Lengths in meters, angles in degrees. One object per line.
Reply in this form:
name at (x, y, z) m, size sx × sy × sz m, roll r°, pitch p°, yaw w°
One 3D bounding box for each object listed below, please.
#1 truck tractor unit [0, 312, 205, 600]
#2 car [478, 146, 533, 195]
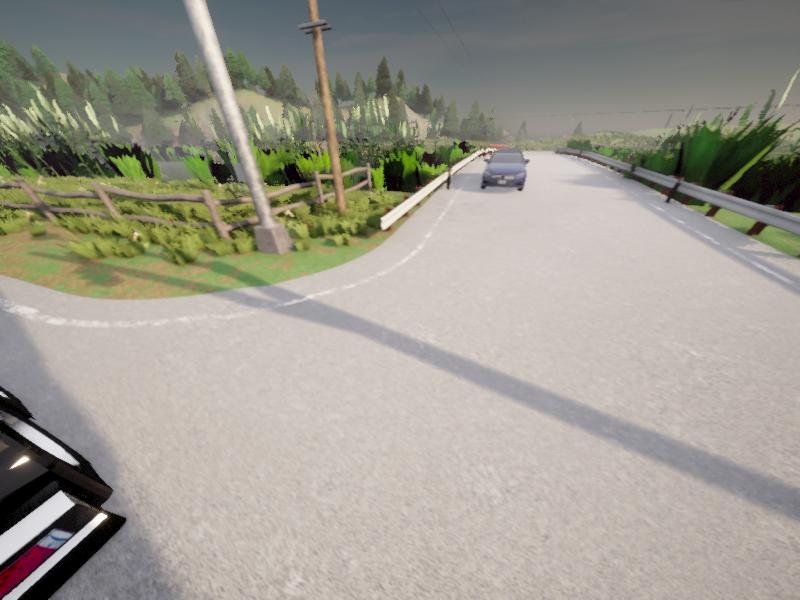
truck tractor unit at (-5.209, -0.190, 0.598) m, size 6.516 × 4.208 × 3.053 m, roll 14°, pitch 37°, yaw 18°
car at (5.148, -6.534, 11.353) m, size 1.812 × 1.442 × 4.674 m, roll 12°, pitch 39°, yaw 17°
